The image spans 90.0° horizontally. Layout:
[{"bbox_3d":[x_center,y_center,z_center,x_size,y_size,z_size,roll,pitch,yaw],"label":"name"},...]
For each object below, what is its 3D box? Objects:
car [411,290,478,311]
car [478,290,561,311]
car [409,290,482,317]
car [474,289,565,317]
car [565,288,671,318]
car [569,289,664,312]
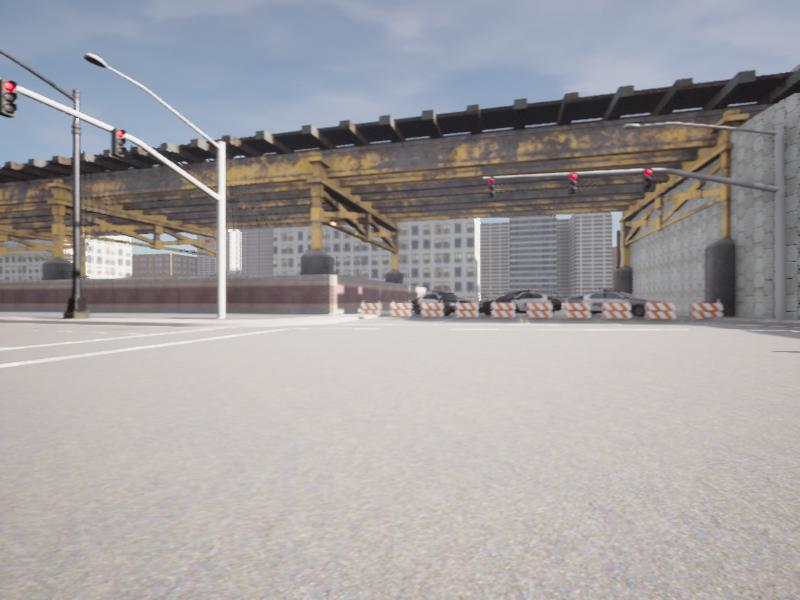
[{"bbox_3d":[2.688,0.029,25.338,1.853,1.218,4.536,0,0,-30],"label":"car"},{"bbox_3d":[7.179,0.020,23.994,4.536,1.218,1.853,0,0,-20],"label":"car"},{"bbox_3d":[2.714,0.186,25.293,2.038,1.542,4.974,0,0,-30],"label":"car"},{"bbox_3d":[7.130,0.178,23.977,4.974,1.542,2.038,0,0,-20],"label":"car"},{"bbox_3d":[12.497,0.166,23.188,2.038,1.542,4.974,0,0,-45],"label":"car"},{"bbox_3d":[12.460,0.009,23.224,1.853,1.218,4.536,0,0,-45],"label":"car"}]
